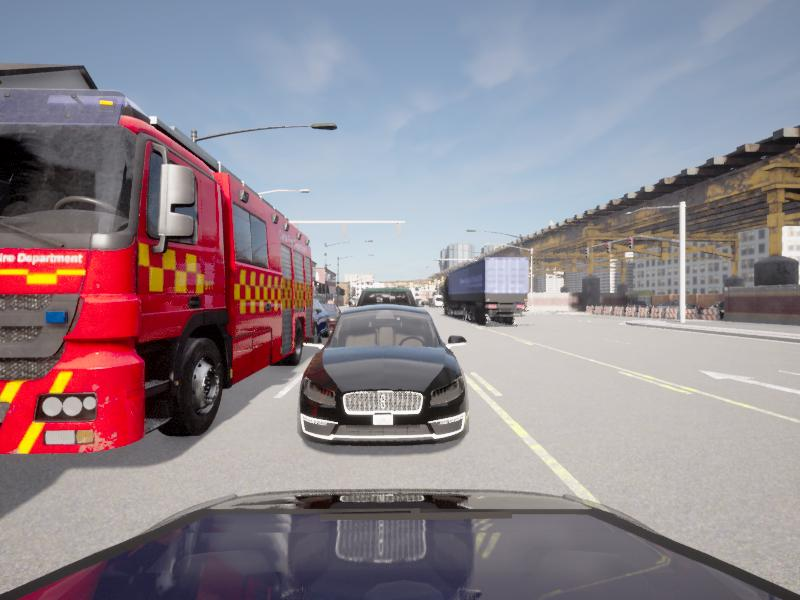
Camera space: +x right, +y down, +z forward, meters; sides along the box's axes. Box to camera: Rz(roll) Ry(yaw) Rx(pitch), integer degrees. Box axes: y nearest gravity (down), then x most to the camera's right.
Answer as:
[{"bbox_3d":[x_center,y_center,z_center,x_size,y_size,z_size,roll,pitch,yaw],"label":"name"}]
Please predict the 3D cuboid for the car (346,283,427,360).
[{"bbox_3d":[-0.444,0.568,13.466,2.150,2.045,5.566,0,0,-2],"label":"car"}]

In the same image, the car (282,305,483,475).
[{"bbox_3d":[-0.220,0.845,6.104,1.837,1.490,4.892,0,0,-2],"label":"car"}]

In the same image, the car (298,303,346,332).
[{"bbox_3d":[-4.249,0.897,22.560,2.033,1.411,5.357,0,0,-4],"label":"car"}]

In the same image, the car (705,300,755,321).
[{"bbox_3d":[26.240,0.796,32.028,2.038,1.542,4.974,0,0,27],"label":"car"}]

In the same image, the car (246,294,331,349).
[{"bbox_3d":[-3.999,0.694,15.235,2.097,1.767,4.553,0,0,-2],"label":"car"}]

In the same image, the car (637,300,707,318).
[{"bbox_3d":[25.288,0.796,37.368,2.038,1.542,4.974,0,0,-38],"label":"car"}]

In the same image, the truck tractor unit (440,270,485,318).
[{"bbox_3d":[5.811,-0.528,38.383,3.053,4.208,6.516,0,0,-2],"label":"truck tractor unit"}]

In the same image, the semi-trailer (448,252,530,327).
[{"bbox_3d":[6.045,-0.619,30.470,2.717,4.402,14.254,0,0,-2],"label":"semi-trailer"}]

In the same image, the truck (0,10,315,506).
[{"bbox_3d":[-3.763,-0.320,7.296,2.891,3.827,8.468,0,0,-2],"label":"truck"}]

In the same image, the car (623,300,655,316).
[{"bbox_3d":[25.138,0.796,41.974,2.038,1.542,4.974,0,0,42],"label":"car"}]
